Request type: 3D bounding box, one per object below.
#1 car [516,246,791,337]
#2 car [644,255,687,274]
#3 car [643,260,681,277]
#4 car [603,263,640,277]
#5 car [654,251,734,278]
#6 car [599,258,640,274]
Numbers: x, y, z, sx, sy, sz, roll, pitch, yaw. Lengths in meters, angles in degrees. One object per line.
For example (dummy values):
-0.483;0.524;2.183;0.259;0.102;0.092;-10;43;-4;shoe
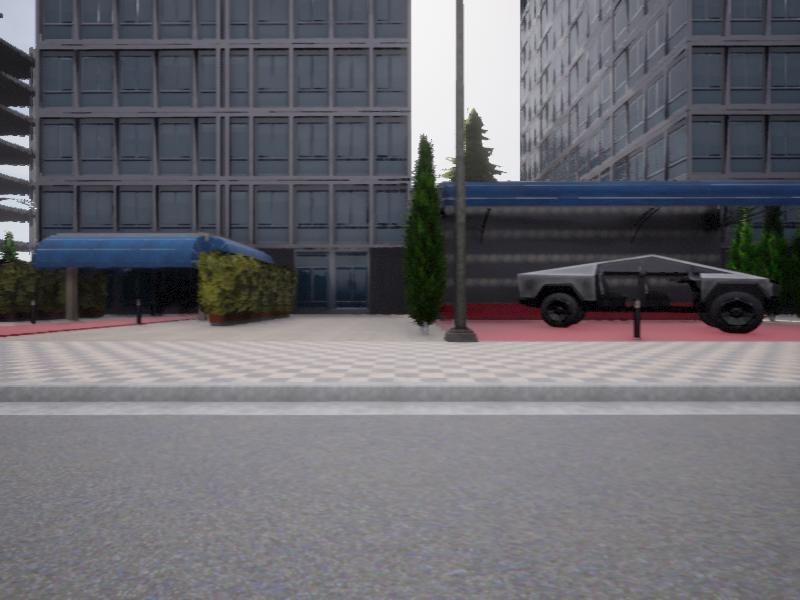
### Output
6.895;-0.200;11.822;6.274;2.098;2.390;0;0;31;car
7.095;-0.942;10.700;0.945;0.468;0.156;0;0;31;car
7.973;-0.942;12.190;0.945;0.468;0.156;0;0;31;car
7.050;-0.953;12.756;1.022;0.378;0.154;0;0;31;car
8.065;-0.949;11.132;1.642;0.535;1.750;0;0;31;car
6.153;-0.953;11.234;1.022;0.378;0.154;0;0;31;car
